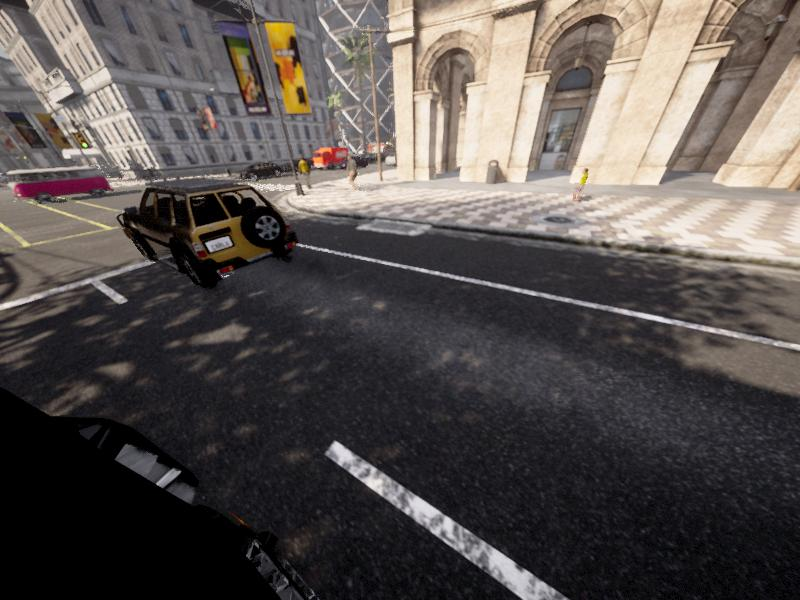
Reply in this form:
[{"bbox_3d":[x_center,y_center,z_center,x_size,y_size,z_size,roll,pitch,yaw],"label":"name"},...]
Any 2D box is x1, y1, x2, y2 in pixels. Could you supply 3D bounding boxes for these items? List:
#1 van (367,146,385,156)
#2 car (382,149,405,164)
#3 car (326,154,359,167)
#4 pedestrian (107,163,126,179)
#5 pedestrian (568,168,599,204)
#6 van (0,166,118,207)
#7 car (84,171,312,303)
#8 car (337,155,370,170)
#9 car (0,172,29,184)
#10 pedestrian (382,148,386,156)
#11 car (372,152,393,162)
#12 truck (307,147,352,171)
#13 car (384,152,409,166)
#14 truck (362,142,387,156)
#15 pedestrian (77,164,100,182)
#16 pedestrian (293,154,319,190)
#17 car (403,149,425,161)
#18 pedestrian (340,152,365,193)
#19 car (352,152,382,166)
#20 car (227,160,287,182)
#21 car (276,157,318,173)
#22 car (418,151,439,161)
[{"bbox_3d":[-8.451,-52.441,81.272,5.915,2.561,1.988,8,35,17],"label":"van"},{"bbox_3d":[-0.947,-23.556,37.802,1.905,1.878,3.866,16,38,26],"label":"car"},{"bbox_3d":[-9.237,-22.849,37.836,2.033,1.411,5.357,16,38,26],"label":"car"},{"bbox_3d":[-39.074,-17.834,31.876,0.751,1.860,0.751,13,37,23],"label":"pedestrian"},{"bbox_3d":[6.585,-4.115,8.325,0.500,1.100,0.500,25,42,35],"label":"pedestrian"},{"bbox_3d":[-23.920,-8.140,16.293,1.775,1.987,4.442,15,38,25],"label":"van"},{"bbox_3d":[-4.584,-1.789,5.313,4.605,1.855,1.932,17,39,27],"label":"car"},{"bbox_3d":[-6.077,-18.224,30.549,1.816,1.474,4.193,15,38,26],"label":"car"},{"bbox_3d":[-63.214,-19.489,36.952,1.812,1.442,4.674,-17,36,-20],"label":"car"},{"bbox_3d":[-4.381,-40.150,62.773,0.751,1.860,0.751,-3,34,0],"label":"pedestrian"},{"bbox_3d":[-3.450,-28.593,46.057,1.994,1.385,4.181,16,38,26],"label":"car"},{"bbox_3d":[-9.368,-19.246,31.457,2.627,2.467,5.204,15,37,26],"label":"truck"},{"bbox_3d":[-0.399,-20.060,32.817,1.845,1.501,3.633,16,38,26],"label":"car"},{"bbox_3d":[-9.177,-55.086,84.181,8.468,3.827,2.891,6,35,13],"label":"truck"},{"bbox_3d":[-38.081,-15.495,28.275,0.751,1.860,0.751,14,37,23],"label":"pedestrian"},{"bbox_3d":[-5.820,-7.936,14.364,0.751,1.860,0.751,6,35,13],"label":"pedestrian"},{"bbox_3d":[2.670,-27.101,43.084,1.930,1.638,5.238,16,38,26],"label":"car"},{"bbox_3d":[-2.608,-7.024,12.738,0.751,1.860,0.751,23,41,33],"label":"pedestrian"},{"bbox_3d":[-5.288,-23.025,37.567,1.930,1.638,5.238,16,38,26],"label":"car"},{"bbox_3d":[-14.542,-13.384,23.902,1.837,1.490,4.892,14,37,23],"label":"car"},{"bbox_3d":[-13.751,-18.300,31.246,1.837,1.490,4.892,15,38,25],"label":"car"},{"bbox_3d":[5.146,-25.504,40.796,1.895,1.301,4.718,16,38,26],"label":"car"}]
